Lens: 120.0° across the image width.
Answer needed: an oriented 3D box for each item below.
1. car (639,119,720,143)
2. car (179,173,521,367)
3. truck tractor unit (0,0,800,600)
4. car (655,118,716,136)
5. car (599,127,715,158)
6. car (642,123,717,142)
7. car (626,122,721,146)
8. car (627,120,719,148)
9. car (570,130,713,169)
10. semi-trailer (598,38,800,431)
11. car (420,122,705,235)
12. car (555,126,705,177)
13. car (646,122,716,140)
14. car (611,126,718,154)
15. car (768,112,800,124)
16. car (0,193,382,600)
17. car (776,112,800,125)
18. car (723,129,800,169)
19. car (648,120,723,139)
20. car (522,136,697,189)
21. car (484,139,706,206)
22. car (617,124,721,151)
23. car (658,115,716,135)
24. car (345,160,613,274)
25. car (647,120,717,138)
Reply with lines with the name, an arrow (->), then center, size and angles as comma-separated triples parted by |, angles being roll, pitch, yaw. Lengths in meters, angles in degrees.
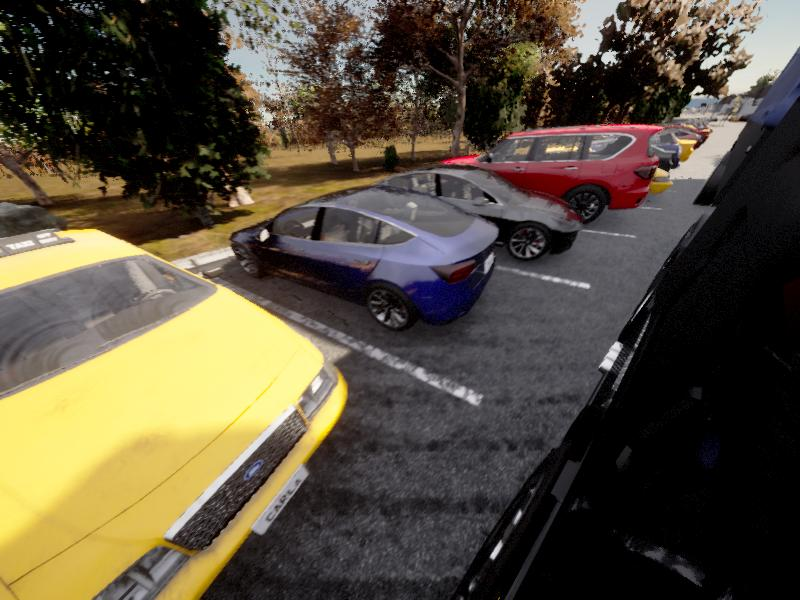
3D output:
car -> 28.106, -17.170, 23.540 | 4.553, 1.767, 2.185 | 15, 40, 23
car -> -0.921, -1.060, 3.891 | 4.792, 1.488, 2.163 | 17, 41, 25
truck tractor unit -> 2.645, -0.295, 0.352 | 6.516, 4.208, 3.053 | -28, 44, -30
car -> 38.737, -23.625, 31.578 | 4.553, 1.767, 2.185 | 14, 40, 22
car -> 17.124, -10.787, 15.882 | 4.792, 1.488, 2.163 | 16, 41, 24
car -> 30.239, -18.320, 25.236 | 4.674, 1.452, 2.002 | 15, 40, 23
car -> 25.756, -15.853, 22.121 | 5.366, 1.575, 1.946 | 15, 40, 23
car -> 23.718, -14.657, 20.428 | 4.553, 1.767, 2.185 | 15, 40, 24
car -> 12.704, -8.342, 12.811 | 5.008, 1.535, 2.097 | 17, 41, 25
semi-trailer -> 8.674, -3.603, 4.277 | 14.254, 4.402, 2.717 | -28, 44, -30
car -> 3.627, -3.699, 6.694 | 5.566, 2.045, 2.435 | 17, 41, 25
car -> 10.474, -7.218, 11.223 | 4.553, 1.767, 2.185 | 17, 41, 25
car -> 32.375, -19.604, 26.834 | 4.674, 1.452, 2.002 | 14, 40, 22
car -> 19.397, -12.016, 17.395 | 4.792, 1.488, 2.163 | 16, 40, 24
car -> 86.394, -39.852, 50.595 | 5.566, 2.045, 2.435 | 11, 39, 16
car -> -3.014, 0.174, 2.300 | 5.366, 1.575, 1.946 | 17, 40, 25
car -> 84.397, -38.404, 48.821 | 4.442, 1.987, 1.878 | 11, 39, 16
car -> 19.043, -7.966, 12.076 | 4.181, 1.385, 1.994 | -29, 44, -31
car -> 34.665, -20.893, 28.353 | 5.366, 1.575, 1.946 | 14, 39, 22
car -> 8.202, -5.907, 9.809 | 4.892, 1.521, 2.231 | 17, 41, 25
car -> 6.098, -4.655, 8.243 | 5.366, 1.575, 1.946 | 17, 40, 25
car -> 21.567, -13.289, 18.927 | 5.008, 1.535, 2.097 | 16, 40, 24
car -> 40.898, -25.003, 33.130 | 4.442, 1.987, 1.878 | 13, 39, 21
car -> 1.413, -2.255, 5.355 | 4.792, 1.488, 2.163 | 17, 40, 25
car -> 36.444, -22.271, 30.105 | 5.366, 1.575, 1.946 | 14, 40, 22
